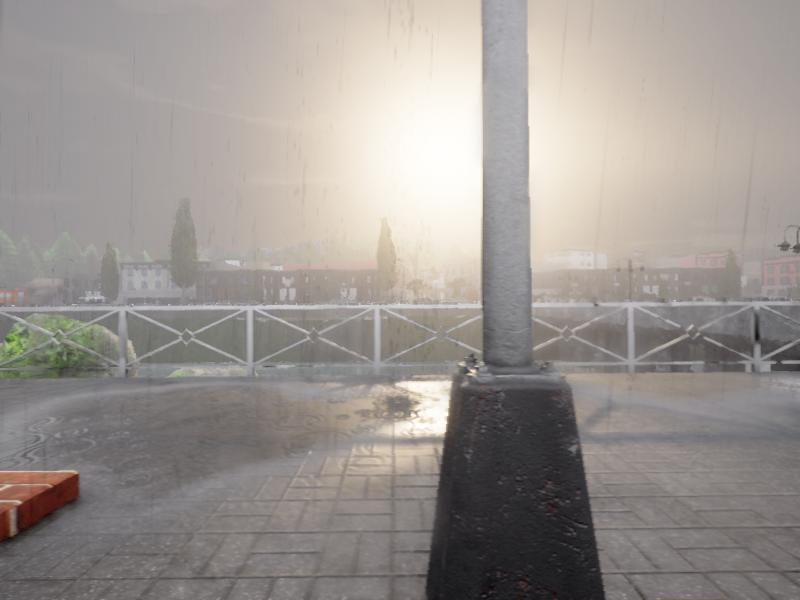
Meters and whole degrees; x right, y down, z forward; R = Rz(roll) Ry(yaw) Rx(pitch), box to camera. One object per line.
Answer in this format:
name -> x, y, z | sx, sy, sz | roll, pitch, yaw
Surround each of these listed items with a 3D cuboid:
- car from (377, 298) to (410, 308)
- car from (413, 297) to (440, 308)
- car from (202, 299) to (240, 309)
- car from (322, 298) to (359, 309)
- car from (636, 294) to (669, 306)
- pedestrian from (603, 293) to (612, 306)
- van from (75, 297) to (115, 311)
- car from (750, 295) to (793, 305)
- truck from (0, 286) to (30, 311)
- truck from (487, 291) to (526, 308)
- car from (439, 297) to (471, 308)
car -> -1.069, 0.438, 64.390 | 5.238, 1.638, 1.930 | 0, 0, 0
car -> 3.947, 0.401, 60.497 | 3.988, 1.617, 1.851 | 0, 0, 0
car -> -28.651, 0.646, 64.287 | 5.238, 1.638, 1.930 | 0, 0, 0
car -> -8.992, 0.482, 60.433 | 5.238, 1.638, 1.930 | -1, 0, 0
car -> 38.239, 0.007, 60.653 | 3.866, 1.878, 1.905 | 0, 0, 0
pedestrian -> 28.247, -0.057, 54.435 | 0.751, 1.860, 0.751 | 0, 0, -7
van -> -45.868, 0.558, 60.205 | 4.480, 2.038, 2.069 | 0, 0, 0
car -> 60.058, -0.021, 64.764 | 5.238, 1.638, 1.930 | 0, 0, 0
truck -> -64.842, -0.185, 64.106 | 8.468, 3.827, 2.891 | 0, 0, 0
truck -> 16.056, -0.124, 60.540 | 5.204, 2.467, 2.627 | 0, 0, 0
car -> 8.818, 0.372, 64.448 | 4.856, 1.649, 2.033 | 0, 0, 0
